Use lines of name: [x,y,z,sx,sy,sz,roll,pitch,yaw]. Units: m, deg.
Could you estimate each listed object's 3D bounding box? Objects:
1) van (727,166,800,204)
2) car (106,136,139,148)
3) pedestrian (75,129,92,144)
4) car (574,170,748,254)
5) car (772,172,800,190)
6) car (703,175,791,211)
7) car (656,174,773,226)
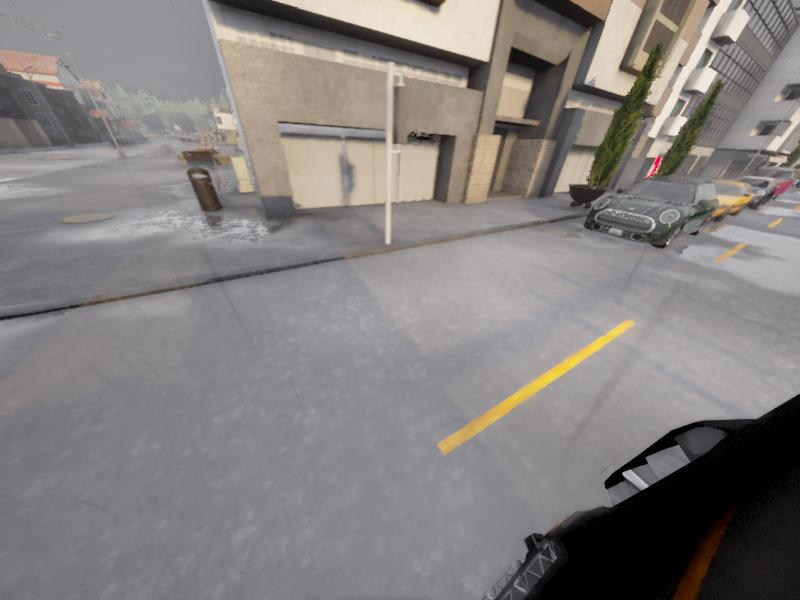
van: [25.218,-8.000,15.882,4.442,1.987,1.775,-16,38,-26]
car: [-42.096,-24.137,35.215,1.895,1.301,4.718,-16,38,-26]
pedestrian: [-48.431,-25.068,35.373,0.751,1.860,0.751,-23,42,-33]
car: [8.304,-3.053,7.439,4.553,1.767,2.097,-16,38,-26]
car: [42.266,-12.701,24.598,3.806,1.475,1.970,-16,38,-26]
car: [20.434,-6.414,13.625,3.806,1.475,1.970,-16,38,-26]
car: [14.457,-4.738,10.593,5.366,1.575,1.801,-16,38,-26]
